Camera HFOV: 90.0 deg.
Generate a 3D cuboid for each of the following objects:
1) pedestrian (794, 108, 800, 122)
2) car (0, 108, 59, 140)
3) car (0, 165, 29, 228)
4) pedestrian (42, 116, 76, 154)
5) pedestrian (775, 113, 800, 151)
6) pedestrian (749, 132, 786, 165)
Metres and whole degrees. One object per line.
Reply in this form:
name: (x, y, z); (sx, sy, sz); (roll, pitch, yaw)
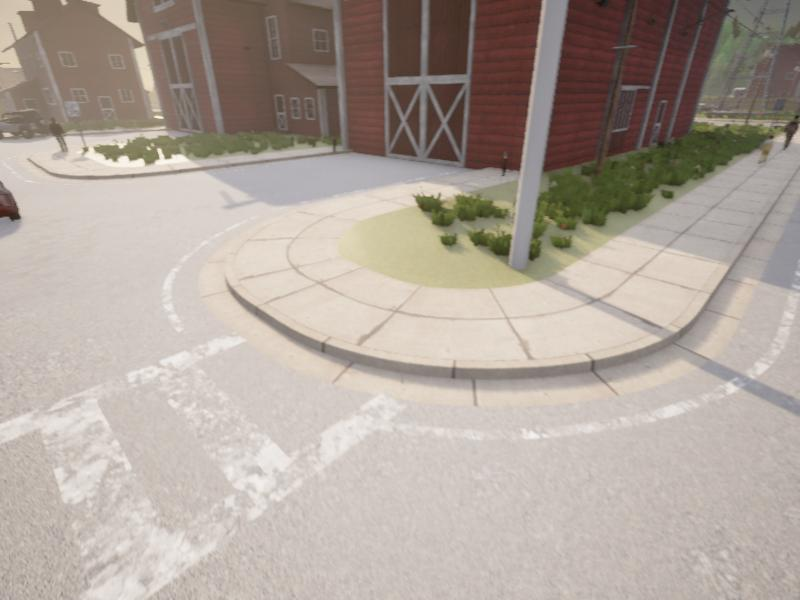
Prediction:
pedestrian: (44.527, -20.591, 44.028); (0.751, 1.860, 0.751); (-7, 28, -13)
car: (-28.964, -13.366, 30.374); (3.866, 1.878, 1.905); (-1, 33, 2)
car: (-11.987, -2.944, 10.868); (4.181, 1.385, 1.994); (23, 36, 38)
pedestrian: (-18.584, -9.009, 21.825); (0.751, 1.860, 0.751); (23, 35, 37)
pedestrian: (21.887, -9.388, 22.372); (0.751, 1.860, 0.751); (-24, 36, -38)
pedestrian: (16.676, -6.898, 18.172); (0.751, 1.300, 0.751); (-21, 34, -35)
